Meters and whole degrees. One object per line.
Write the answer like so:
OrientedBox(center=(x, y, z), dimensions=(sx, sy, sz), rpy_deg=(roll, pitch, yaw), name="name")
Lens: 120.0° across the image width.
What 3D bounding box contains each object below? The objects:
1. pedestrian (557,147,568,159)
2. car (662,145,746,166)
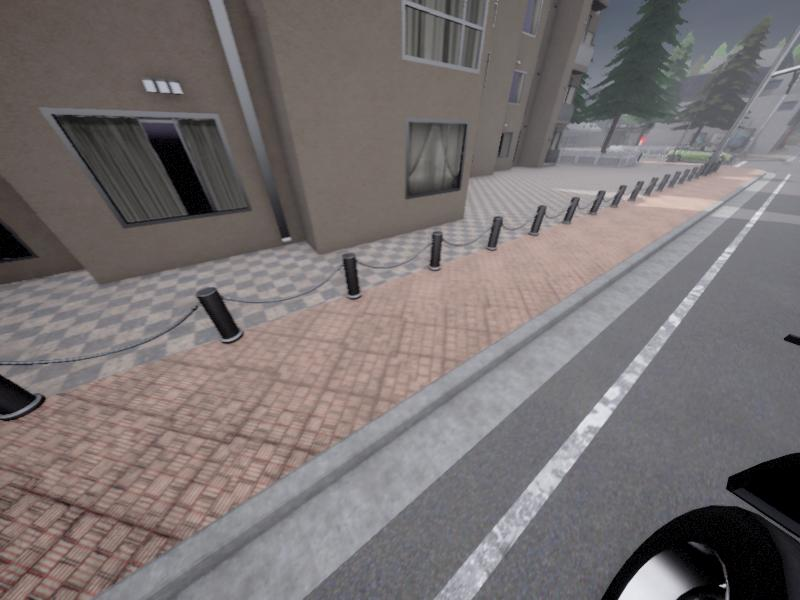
OrientedBox(center=(17.855, -16.161, 25.451), dimensions=(0.500, 1.100, 0.500), rpy_deg=(-24, 41, -29), name="pedestrian")
OrientedBox(center=(29.408, -14.178, 22.534), dimensions=(2.007, 1.525, 4.514), rpy_deg=(-20, 40, -26), name="car")
